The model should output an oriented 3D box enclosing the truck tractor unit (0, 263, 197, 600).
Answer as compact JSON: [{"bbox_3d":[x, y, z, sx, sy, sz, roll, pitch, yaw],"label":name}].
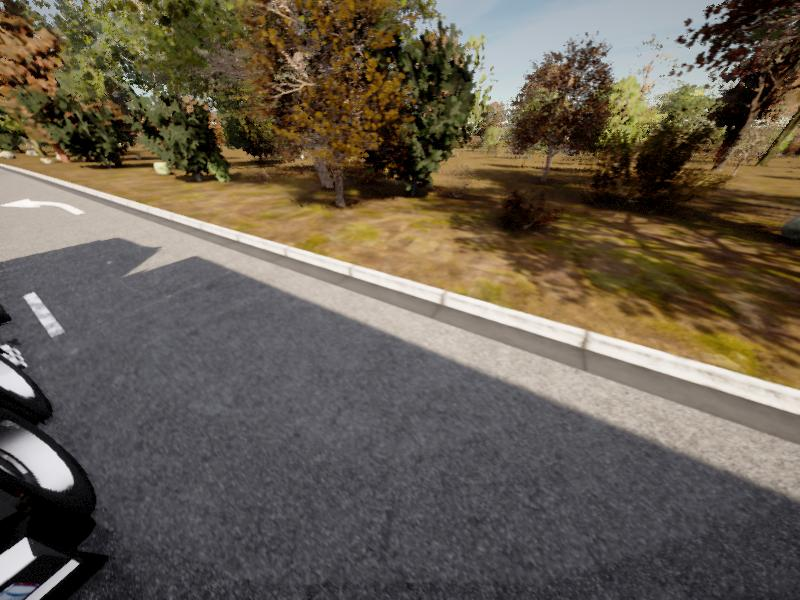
[{"bbox_3d":[-5.110,-0.302,0.778,6.516,4.208,3.053,18,39,24],"label":"truck tractor unit"}]
